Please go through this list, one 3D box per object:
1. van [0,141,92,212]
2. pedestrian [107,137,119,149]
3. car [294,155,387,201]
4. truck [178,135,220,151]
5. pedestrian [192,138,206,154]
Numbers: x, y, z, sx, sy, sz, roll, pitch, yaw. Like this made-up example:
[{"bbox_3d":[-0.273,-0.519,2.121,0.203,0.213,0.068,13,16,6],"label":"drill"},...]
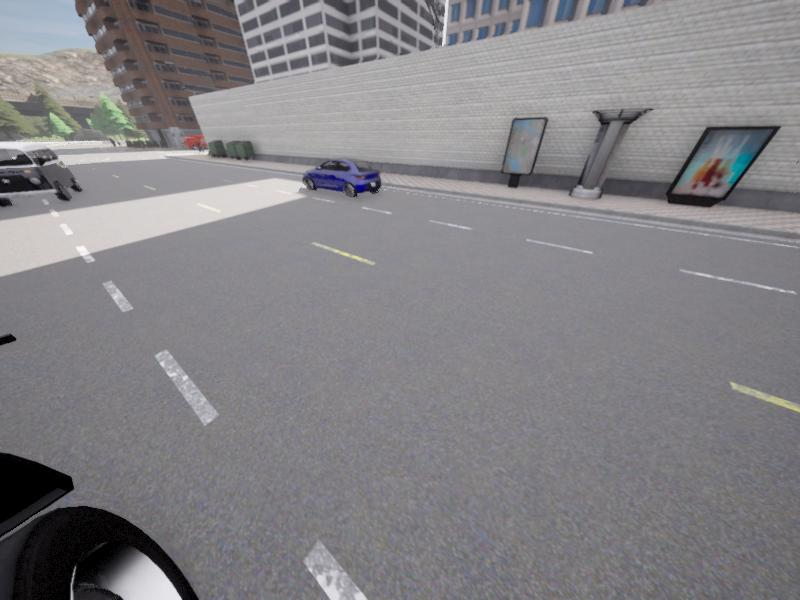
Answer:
[{"bbox_3d":[-15.124,-5.150,9.331,2.069,2.038,4.480,-26,43,-33],"label":"van"},{"bbox_3d":[-56.474,-30.956,45.476,0.751,1.860,0.751,25,42,30],"label":"pedestrian"},{"bbox_3d":[-2.871,-6.013,11.146,4.193,1.474,1.816,22,41,28],"label":"car"},{"bbox_3d":[-39.965,-31.394,46.104,2.627,2.467,5.204,22,41,28],"label":"truck"},{"bbox_3d":[-28.858,-22.091,33.213,0.751,1.860,0.751,-11,37,-16],"label":"pedestrian"}]
